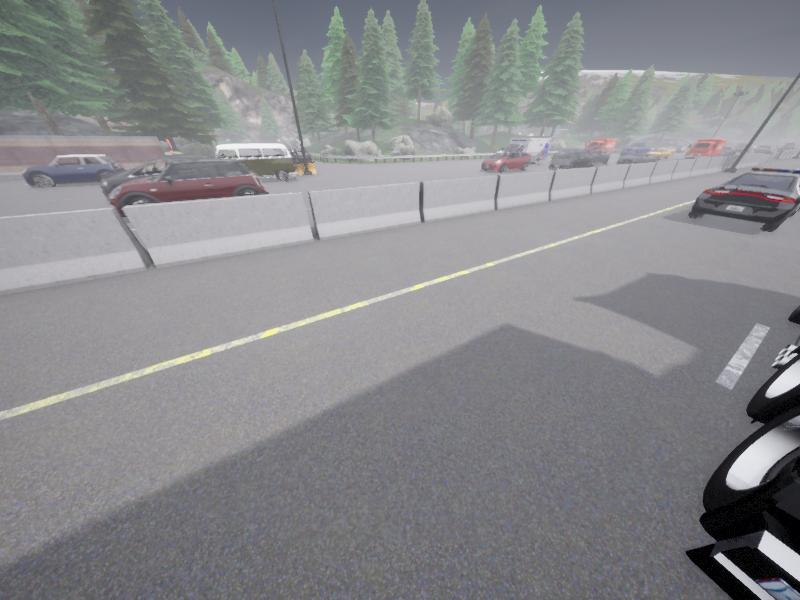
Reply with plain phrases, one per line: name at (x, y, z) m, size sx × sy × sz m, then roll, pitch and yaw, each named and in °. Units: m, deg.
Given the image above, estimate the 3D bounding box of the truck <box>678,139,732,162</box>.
truck at (41.551, -20.449, 31.506) m, size 5.204 × 2.467 × 2.627 m, roll -18°, pitch 39°, yaw -25°

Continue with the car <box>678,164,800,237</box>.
car at (12.465, -3.674, 8.019) m, size 4.974 × 1.542 × 2.038 m, roll -18°, pitch 39°, yaw -24°

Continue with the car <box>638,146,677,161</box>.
car at (36.257, -20.670, 32.547) m, size 5.366 × 1.575 × 1.801 m, roll -18°, pitch 39°, yaw -25°

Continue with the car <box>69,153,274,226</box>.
car at (-7.474, -4.210, 8.410) m, size 4.553 × 1.767 × 2.097 m, roll -18°, pitch 39°, yaw -24°

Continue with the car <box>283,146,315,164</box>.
car at (-11.734, -16.835, 26.739) m, size 2.128 × 1.511 × 4.902 m, roll -19°, pitch 39°, yaw -25°

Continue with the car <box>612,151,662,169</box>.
car at (24.116, -14.327, 23.538) m, size 4.181 × 1.385 × 1.994 m, roll -18°, pitch 39°, yaw -24°

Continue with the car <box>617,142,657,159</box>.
car at (36.903, -23.378, 36.034) m, size 5.566 × 2.045 × 2.150 m, roll -18°, pitch 39°, yaw -25°

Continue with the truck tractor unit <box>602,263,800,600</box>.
truck tractor unit at (5.109, -0.303, 0.783) m, size 6.516 × 4.208 × 3.053 m, roll -18°, pitch 39°, yaw -24°

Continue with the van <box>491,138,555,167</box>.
van at (13.095, -15.797, 24.640) m, size 6.366 × 2.431 × 2.351 m, roll -18°, pitch 39°, yaw -24°

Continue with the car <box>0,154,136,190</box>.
car at (-18.457, -7.426, 13.222) m, size 3.806 × 1.475 × 1.970 m, roll -18°, pitch 39°, yaw -24°

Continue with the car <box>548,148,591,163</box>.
car at (21.049, -17.998, 28.677) m, size 4.892 × 1.490 × 1.837 m, roll -18°, pitch 39°, yaw -25°

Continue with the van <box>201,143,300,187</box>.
van at (-8.933, -8.450, 14.276) m, size 4.480 × 2.038 × 2.069 m, roll -18°, pitch 39°, yaw -25°

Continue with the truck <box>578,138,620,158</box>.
truck at (31.643, -24.151, 36.745) m, size 5.204 × 2.467 × 2.627 m, roll -18°, pitch 39°, yaw -25°

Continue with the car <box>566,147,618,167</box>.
car at (20.995, -15.747, 25.293) m, size 4.611 × 1.667 × 2.242 m, roll -18°, pitch 39°, yaw -25°

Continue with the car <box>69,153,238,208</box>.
car at (-10.297, -5.546, 10.418) m, size 4.611 × 1.667 × 2.242 m, roll -18°, pitch 39°, yaw -24°

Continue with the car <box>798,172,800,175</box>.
car at (35.459, -11.132, 18.896) m, size 4.974 × 1.542 × 2.038 m, roll -18°, pitch 39°, yaw -24°

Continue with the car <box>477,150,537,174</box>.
car at (9.130, -11.824, 19.697) m, size 4.514 × 1.525 × 2.007 m, roll -18°, pitch 39°, yaw -24°

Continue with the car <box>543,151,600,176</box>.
car at (13.795, -11.044, 18.593) m, size 3.705 × 1.549 × 1.789 m, roll -18°, pitch 39°, yaw -25°

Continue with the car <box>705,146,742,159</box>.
car at (49.964, -22.836, 35.719) m, size 4.856 × 1.649 × 2.033 m, roll -18°, pitch 39°, yaw -25°
